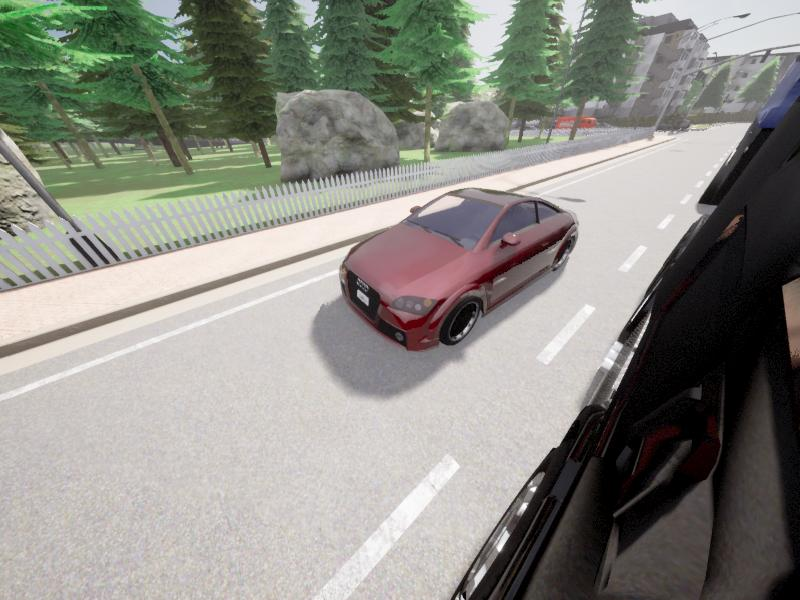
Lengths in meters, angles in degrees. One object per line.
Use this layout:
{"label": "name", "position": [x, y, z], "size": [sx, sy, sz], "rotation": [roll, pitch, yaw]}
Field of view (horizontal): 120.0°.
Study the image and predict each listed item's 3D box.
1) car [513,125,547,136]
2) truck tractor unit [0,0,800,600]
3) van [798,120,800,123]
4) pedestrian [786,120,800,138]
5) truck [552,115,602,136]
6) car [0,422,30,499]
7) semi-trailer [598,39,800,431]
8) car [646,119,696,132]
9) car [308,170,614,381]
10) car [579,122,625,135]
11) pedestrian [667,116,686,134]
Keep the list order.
{"label": "car", "position": [23.189, -30.320, 41.422], "size": [1.837, 1.490, 4.892], "rotation": [-26, 43, -28]}
{"label": "truck tractor unit", "position": [2.645, -0.295, 0.351], "size": [6.516, 4.208, 3.053], "rotation": [-28, 44, -30]}
{"label": "van", "position": [77.328, -34.043, 42.187], "size": [6.366, 2.431, 2.351], "rotation": [-14, 38, -15]}
{"label": "pedestrian", "position": [36.676, -15.853, 20.904], "size": [0.751, 1.860, 0.751], "rotation": [21, 43, 28]}
{"label": "truck", "position": [27.676, -27.362, 36.374], "size": [2.627, 2.467, 5.204], "rotation": [-26, 43, -28]}
{"label": "car", "position": [-4.471, 1.840, 0.128], "size": [3.988, 1.617, 1.851], "rotation": [-27, 43, -29]}
{"label": "semi-trailer", "position": [8.707, -3.602, 4.215], "size": [14.254, 4.402, 2.717], "rotation": [-28, 44, -30]}
{"label": "car", "position": [41.660, -26.873, 35.625], "size": [2.007, 1.525, 4.514], "rotation": [-26, 43, -28]}
{"label": "car", "position": [1.112, -0.950, 3.699], "size": [4.181, 1.385, 1.994], "rotation": [-26, 43, -28]}
{"label": "car", "position": [31.963, -27.228, 36.725], "size": [2.128, 1.511, 4.902], "rotation": [-26, 43, -28]}
{"label": "pedestrian", "position": [37.115, -23.463, 31.039], "size": [0.751, 1.860, 0.751], "rotation": [-24, 42, -26]}
